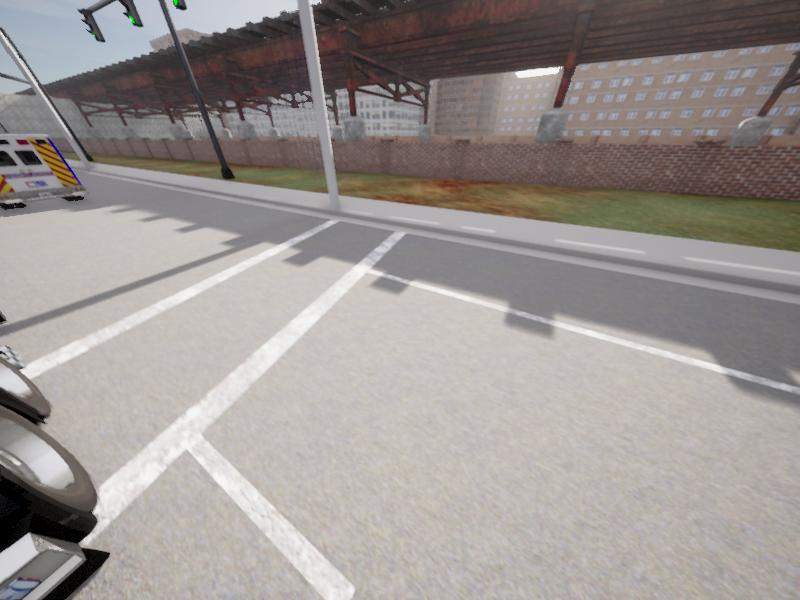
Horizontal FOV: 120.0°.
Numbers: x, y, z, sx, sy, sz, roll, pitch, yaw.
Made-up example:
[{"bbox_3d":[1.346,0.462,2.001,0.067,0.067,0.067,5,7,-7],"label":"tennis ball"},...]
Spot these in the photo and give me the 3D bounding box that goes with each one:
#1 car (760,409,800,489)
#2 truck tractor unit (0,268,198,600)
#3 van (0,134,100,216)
[{"bbox_3d":[4.515,1.579,0.346,3.633,1.501,1.845,17,39,24],"label":"car"},{"bbox_3d":[-5.120,-0.292,0.766,6.516,4.208,3.053,18,39,24],"label":"truck tractor unit"},{"bbox_3d":[-16.485,-5.550,9.853,6.366,2.431,2.351,18,39,24],"label":"van"}]
